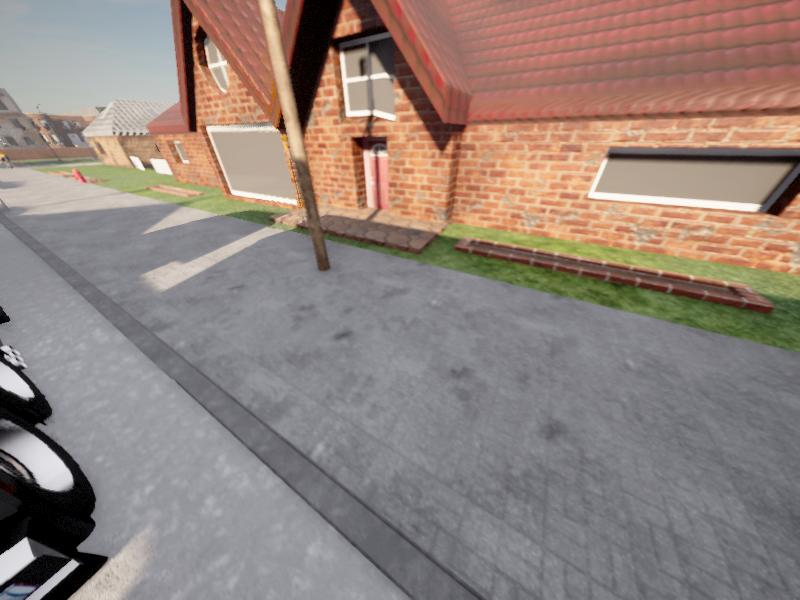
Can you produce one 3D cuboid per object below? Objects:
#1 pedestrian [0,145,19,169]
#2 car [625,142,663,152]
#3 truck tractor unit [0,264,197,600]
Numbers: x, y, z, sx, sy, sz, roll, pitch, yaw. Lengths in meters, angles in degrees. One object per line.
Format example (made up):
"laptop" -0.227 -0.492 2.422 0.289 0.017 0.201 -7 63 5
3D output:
"pedestrian" -37.837 -13.603 22.004 0.751 1.860 0.751 21 40 28
"car" 54.020 -34.018 51.326 5.238 1.638 1.930 18 39 24
"truck tractor unit" -5.111 -0.300 0.780 6.516 4.208 3.053 18 39 24
